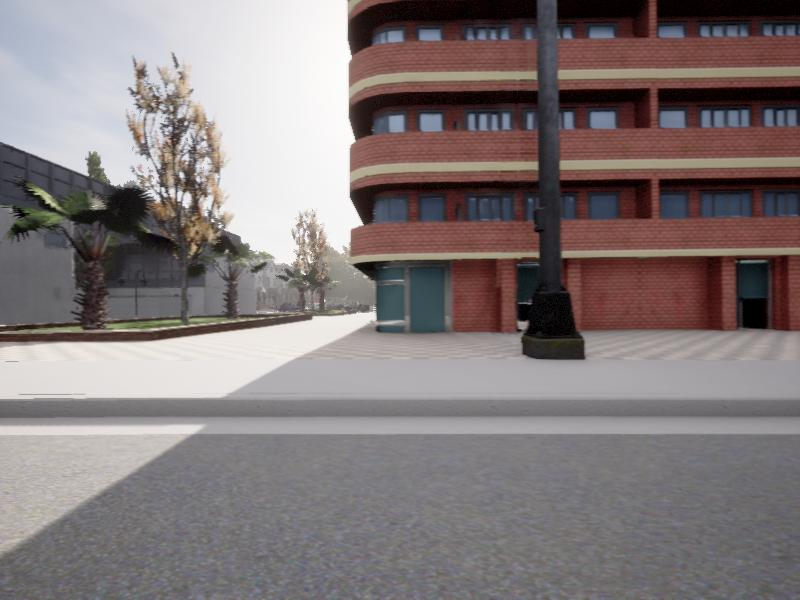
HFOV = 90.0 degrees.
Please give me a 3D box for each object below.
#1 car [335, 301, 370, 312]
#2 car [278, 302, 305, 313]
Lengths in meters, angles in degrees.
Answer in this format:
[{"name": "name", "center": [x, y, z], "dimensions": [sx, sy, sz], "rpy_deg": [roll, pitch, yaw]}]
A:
[{"name": "car", "center": [-7.407, 1.040, 62.966], "dimensions": [5.238, 1.638, 1.930], "rpy_deg": [-1, 0, 0]}, {"name": "car", "center": [-18.018, 1.248, 66.409], "dimensions": [3.988, 1.617, 1.851], "rpy_deg": [-1, 0, 0]}]
